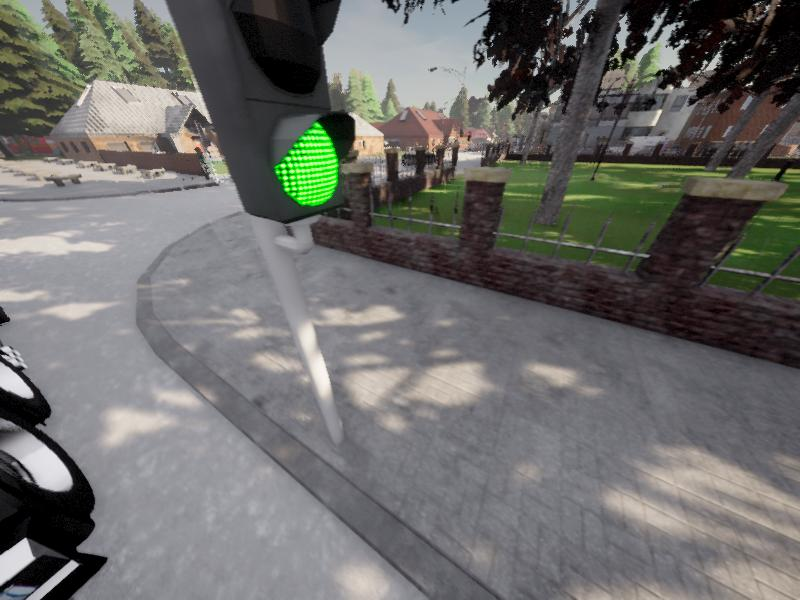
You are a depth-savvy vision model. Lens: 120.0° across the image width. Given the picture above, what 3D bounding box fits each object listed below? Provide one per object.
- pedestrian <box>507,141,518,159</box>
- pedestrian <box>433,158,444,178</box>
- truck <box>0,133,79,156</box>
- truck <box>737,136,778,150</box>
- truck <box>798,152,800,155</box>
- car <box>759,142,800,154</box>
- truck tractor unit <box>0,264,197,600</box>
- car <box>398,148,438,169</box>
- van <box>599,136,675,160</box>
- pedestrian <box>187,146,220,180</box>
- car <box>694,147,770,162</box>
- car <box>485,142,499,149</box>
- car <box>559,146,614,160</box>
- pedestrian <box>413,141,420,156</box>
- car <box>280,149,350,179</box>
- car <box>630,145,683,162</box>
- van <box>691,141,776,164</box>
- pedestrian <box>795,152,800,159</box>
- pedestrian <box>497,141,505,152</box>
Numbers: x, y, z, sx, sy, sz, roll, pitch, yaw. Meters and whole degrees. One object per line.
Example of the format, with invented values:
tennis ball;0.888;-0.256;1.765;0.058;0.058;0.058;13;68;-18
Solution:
pedestrian;14.530;-19.393;29.889;0.751;1.860;0.751;19;39;25
pedestrian;2.571;-8.860;15.522;0.500;1.100;0.500;18;39;25
truck;-78.156;-33.822;50.292;2.891;3.827;8.468;18;39;24
truck;78.894;-34.790;51.151;2.627;2.467;5.204;18;39;24
truck;60.136;-21.308;30.757;2.891;3.827;8.468;18;39;24
car;66.431;-26.595;40.324;2.128;1.511;4.902;18;39;24
truck tractor unit;-5.112;-0.299;0.786;6.516;4.208;3.053;18;39;24
car;1.907;-14.304;23.192;1.882;1.535;5.008;18;39;25
van;31.105;-20.303;30.783;6.366;2.431;2.351;18;39;24
pedestrian;-12.737;-8.908;15.043;0.751;1.860;0.751;9;36;14
car;38.705;-17.126;27.145;4.718;1.301;1.895;20;40;27
car;24.757;-41.515;62.140;2.163;1.488;4.792;18;39;24
car;24.467;-19.475;30.554;5.357;1.411;2.033;19;39;26
pedestrian;2.586;-23.814;36.342;0.751;1.860;0.751;19;39;26
car;-6.346;-10.675;17.934;2.242;1.667;4.611;18;39;25
car;30.313;-17.462;27.493;3.633;1.501;1.845;17;38;23
van;35.474;-15.914;24.827;4.442;1.987;1.775;17;38;23
pedestrian;47.374;-17.433;26.778;0.751;1.860;0.751;-28;44;-34
pedestrian;19.429;-29.505;44.397;0.751;1.860;0.751;25;42;31
